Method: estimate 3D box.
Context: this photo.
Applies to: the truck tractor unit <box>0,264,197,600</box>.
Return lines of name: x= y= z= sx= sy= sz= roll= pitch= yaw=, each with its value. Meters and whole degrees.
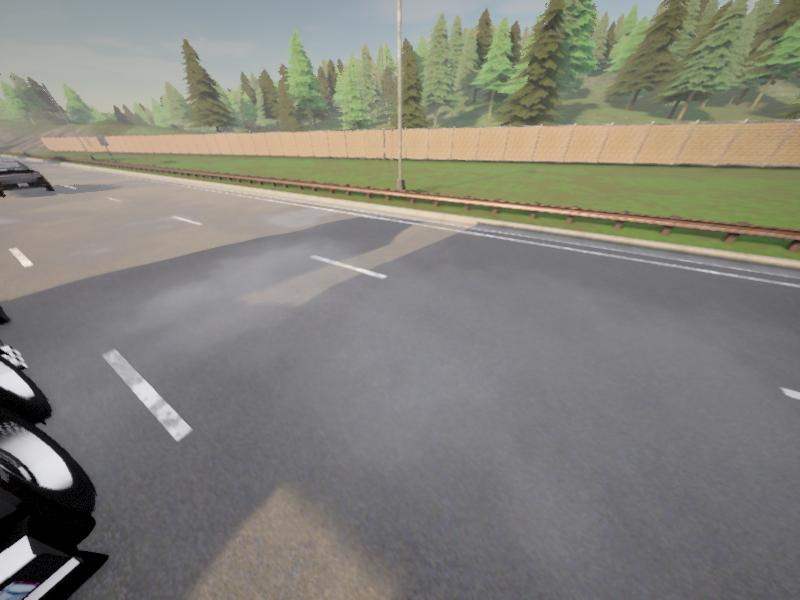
truck tractor unit: x=-5.118 y=-0.291 z=0.782 sx=6.516 sy=4.208 sz=3.053 roll=18 pitch=39 yaw=24

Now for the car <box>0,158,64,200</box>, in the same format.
car: x=-21.127 y=-6.688 z=12.531 sx=4.902 sy=1.511 sz=2.128 roll=18 pitch=39 yaw=24
